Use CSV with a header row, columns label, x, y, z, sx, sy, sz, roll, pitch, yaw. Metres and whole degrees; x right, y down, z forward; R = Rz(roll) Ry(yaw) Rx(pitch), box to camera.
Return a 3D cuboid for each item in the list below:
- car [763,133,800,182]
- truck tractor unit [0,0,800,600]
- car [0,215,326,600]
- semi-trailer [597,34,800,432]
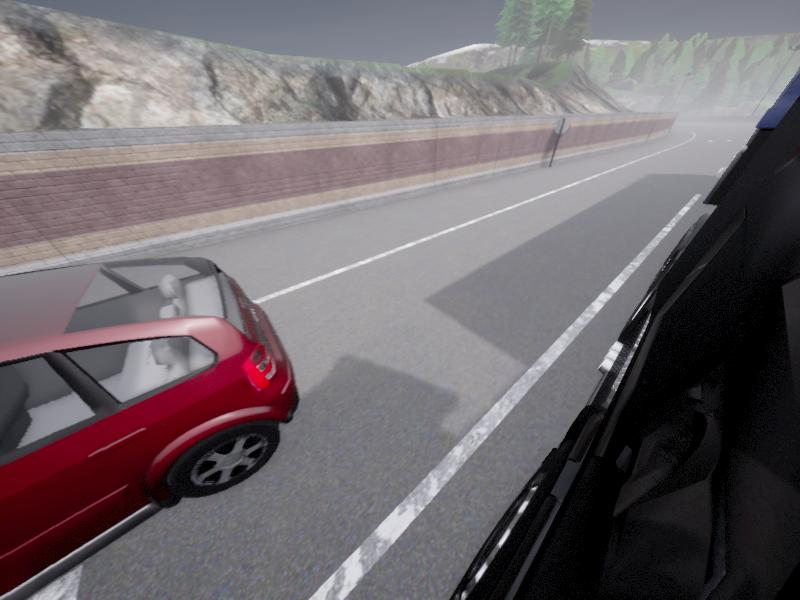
label,x,y,z,sx,sy,sz,roll,pitch,yaw
car,16.719,-5.641,9.013,1.895,1.301,4.718,29,47,36
truck tractor unit,2.645,-0.295,0.351,6.516,4.208,3.053,-28,44,-30
car,-2.699,0.918,1.299,3.705,1.549,1.789,-27,43,-28
semi-trailer,8.756,-3.571,4.163,14.254,4.402,2.717,-28,43,-29
